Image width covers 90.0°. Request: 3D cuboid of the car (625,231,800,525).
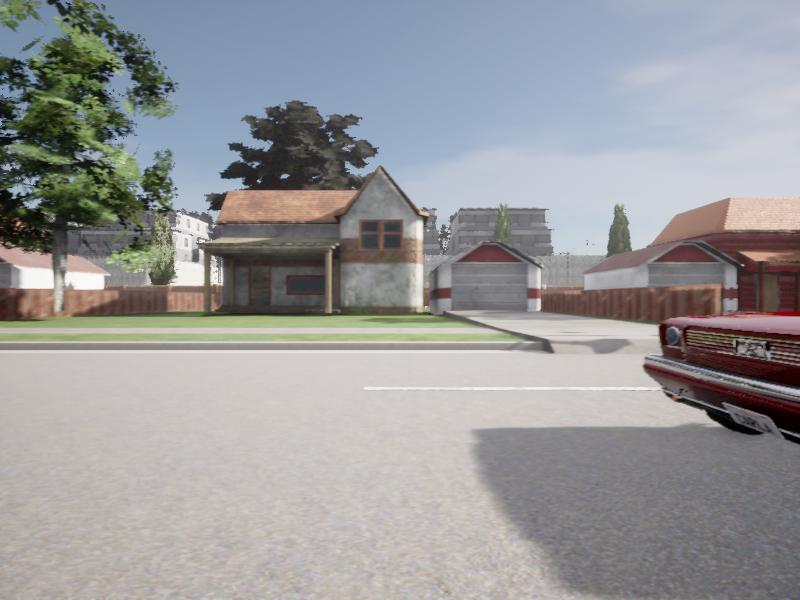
[{"bbox_3d":[4.125,0.344,2.199,4.718,1.301,1.895,0,0,0],"label":"car"}]
